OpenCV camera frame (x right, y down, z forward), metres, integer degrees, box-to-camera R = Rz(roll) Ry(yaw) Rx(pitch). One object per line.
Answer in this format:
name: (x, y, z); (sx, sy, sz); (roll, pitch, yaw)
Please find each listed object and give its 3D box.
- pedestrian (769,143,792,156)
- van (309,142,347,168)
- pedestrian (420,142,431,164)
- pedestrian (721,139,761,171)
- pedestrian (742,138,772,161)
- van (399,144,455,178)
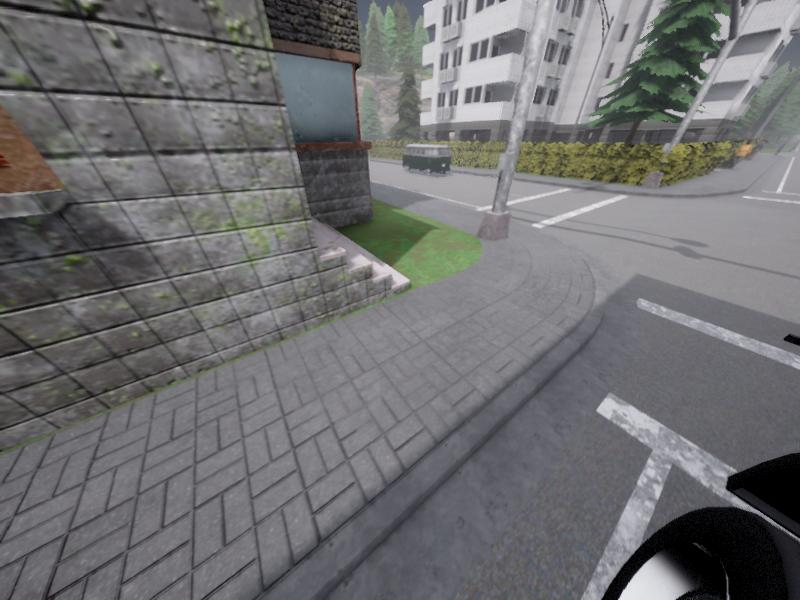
pedestrian: (46.585, -18.451, 28.301); (0.751, 1.300, 0.751); (-11, 37, -15)
van: (-7.605, -15.348, 24.308); (2.069, 2.038, 4.480); (-22, 41, -28)
pedestrian: (2.613, -15.246, 23.932); (0.751, 1.860, 0.751); (28, 44, 34)
pedestrian: (24.330, -10.355, 16.499); (0.751, 1.860, 0.751); (-22, 41, -28)
pedestrian: (35.698, -15.071, 23.103); (0.751, 1.860, 0.751); (30, 45, 35)
van: (1.922, -11.091, 18.232); (1.775, 1.987, 4.442); (-22, 41, -28)
